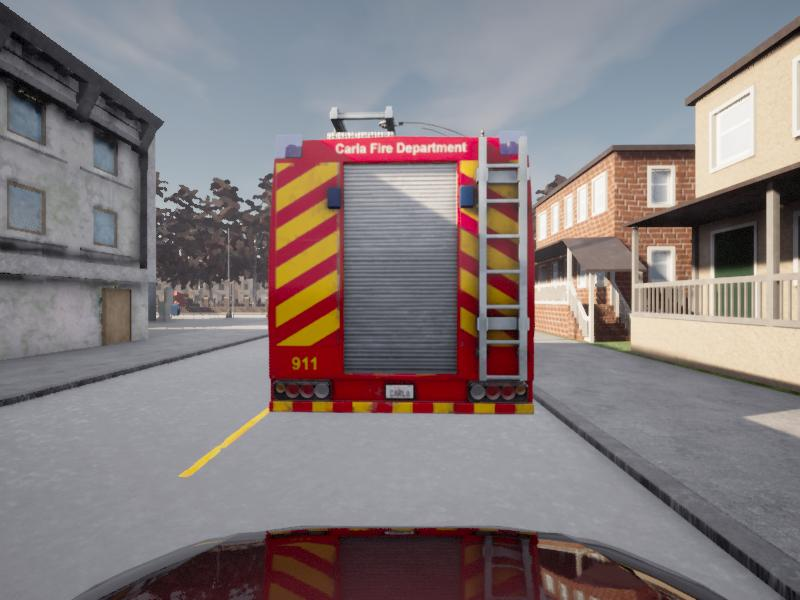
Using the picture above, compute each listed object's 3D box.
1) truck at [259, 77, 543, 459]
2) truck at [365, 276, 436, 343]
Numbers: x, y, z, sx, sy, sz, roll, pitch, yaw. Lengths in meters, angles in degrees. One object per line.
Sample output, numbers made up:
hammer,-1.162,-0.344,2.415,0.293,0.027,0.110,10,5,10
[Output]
truck,0.146,-0.321,8.301,2.891,3.827,8.468,0,0,2
truck,0.173,0.357,17.323,2.627,2.467,5.204,0,0,4
